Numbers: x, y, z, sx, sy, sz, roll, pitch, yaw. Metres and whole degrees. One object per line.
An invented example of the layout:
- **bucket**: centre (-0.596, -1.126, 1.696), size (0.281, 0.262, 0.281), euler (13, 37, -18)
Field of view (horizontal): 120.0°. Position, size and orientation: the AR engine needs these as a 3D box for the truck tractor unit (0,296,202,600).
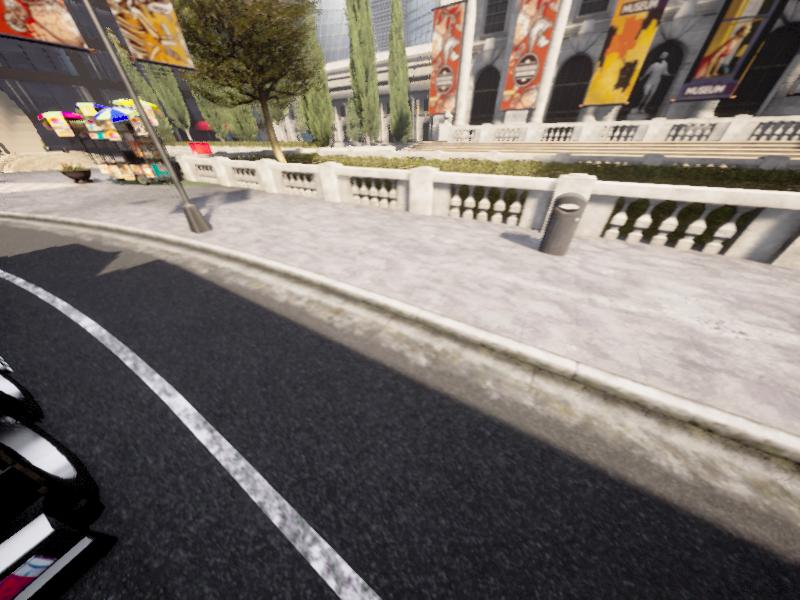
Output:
- **truck tractor unit**: centre (-5.168, -0.238, 0.710), size (6.516, 4.208, 3.053), euler (16, 38, 22)
